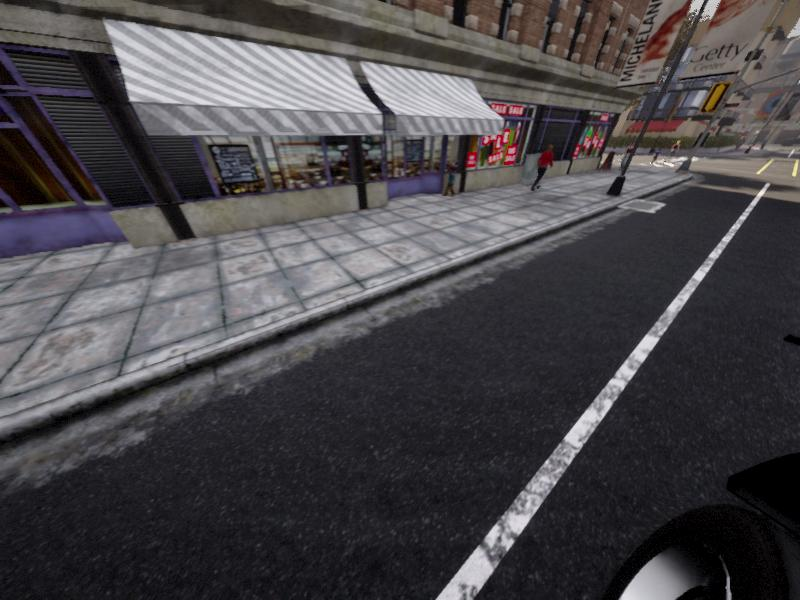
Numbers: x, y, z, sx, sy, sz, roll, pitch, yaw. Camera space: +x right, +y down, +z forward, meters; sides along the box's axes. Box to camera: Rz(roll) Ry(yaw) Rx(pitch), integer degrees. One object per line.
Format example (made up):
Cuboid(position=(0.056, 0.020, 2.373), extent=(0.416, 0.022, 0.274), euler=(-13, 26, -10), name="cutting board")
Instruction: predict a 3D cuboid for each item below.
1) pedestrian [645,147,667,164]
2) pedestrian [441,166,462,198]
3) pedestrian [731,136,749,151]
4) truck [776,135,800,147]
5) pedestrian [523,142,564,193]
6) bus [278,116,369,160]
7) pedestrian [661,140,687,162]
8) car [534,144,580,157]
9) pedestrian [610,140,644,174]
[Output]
Cuboid(position=(24.158, -13.614, 21.809), extent=(0.751, 1.300, 0.751), euler=(-19, 39, -24), name="pedestrian")
Cuboid(position=(2.092, -4.847, 9.495), extent=(0.500, 1.100, 0.500), euler=(-18, 39, -23), name="pedestrian")
Cuboid(position=(54.712, -25.176, 37.168), extent=(0.751, 1.860, 0.751), euler=(-23, 41, -28), name="pedestrian")
Cuboid(position=(88.458, -34.590, 50.299), extent=(2.390, 2.098, 6.274), euler=(-12, 37, -16), name="truck")
Cuboid(position=(6.278, -5.829, 10.189), extent=(0.751, 1.860, 0.751), euler=(-18, 39, -24), name="pedestrian")
Cuboid(position=(-9.740, -21.519, 30.799), extent=(10.273, 4.253, 3.944), euler=(-22, 41, -28), name="bus")
Cuboid(position=(27.376, -14.899, 23.115), extent=(0.751, 1.860, 0.751), euler=(-19, 39, -25), name="pedestrian")
Cuboid(position=(21.464, -20.641, 31.838), extent=(1.895, 1.301, 4.718), euler=(-22, 41, -28), name="car")
Cuboid(position=(14.917, -9.435, 15.222), extent=(0.751, 1.860, 0.751), euler=(-23, 41, -28), name="pedestrian")
